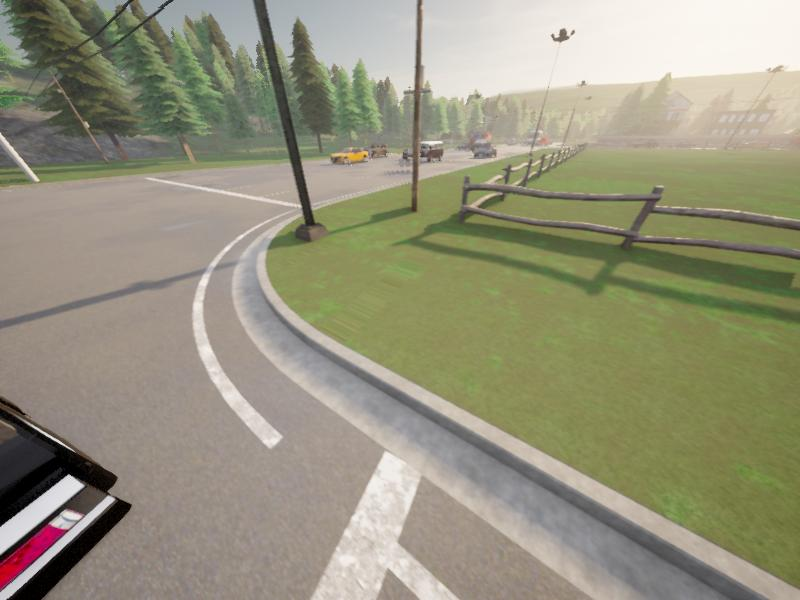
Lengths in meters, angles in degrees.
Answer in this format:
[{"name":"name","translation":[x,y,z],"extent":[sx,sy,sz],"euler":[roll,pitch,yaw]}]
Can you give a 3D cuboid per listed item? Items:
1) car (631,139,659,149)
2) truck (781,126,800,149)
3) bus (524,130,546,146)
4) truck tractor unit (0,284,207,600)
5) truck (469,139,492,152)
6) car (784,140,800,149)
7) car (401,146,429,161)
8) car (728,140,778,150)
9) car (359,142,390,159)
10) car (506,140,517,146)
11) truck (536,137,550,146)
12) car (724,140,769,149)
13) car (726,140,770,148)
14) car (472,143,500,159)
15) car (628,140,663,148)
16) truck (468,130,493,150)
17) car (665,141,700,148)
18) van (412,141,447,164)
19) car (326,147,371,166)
[{"name":"car","translation":[56.596,-36.126,53.432],"extent":[3.866,1.878,1.905],"euler":[20,40,27]},{"name":"truck","translation":[83.831,-31.750,45.163],"extent":[8.468,3.827,2.891],"euler":[20,40,27]},{"name":"bus","translation":[45.710,-54.764,78.130],"extent":[3.944,4.253,10.273],"euler":[20,40,27]},{"name":"truck tractor unit","translation":[-5.253,-0.125,0.535],"extent":[6.516,4.208,3.053],"euler":[12,37,16]},{"name":"truck","translation":[16.926,-32.378,48.301],"extent":[2.390,2.098,6.274],"euler":[20,40,27]},{"name":"car","translation":[85.557,-32.528,48.342],"extent":[4.902,1.511,2.128],"euler":[20,40,27]},{"name":"car","translation":[1.985,-19.026,29.902],"extent":[1.816,1.474,4.193],"euler":[20,40,27]},{"name":"car","translation":[73.195,-32.311,48.079],"extent":[5.366,1.575,1.801],"euler":[20,40,27]},{"name":"car","translation":[-3.557,-21.637,33.344],"extent":[1.932,1.855,4.605],"euler":[20,40,27]},{"name":"car","translation":[39.499,-55.540,81.857],"extent":[2.152,1.651,5.027],"euler":[20,40,27]},{"name":"truck","translation":[45.784,-50.565,73.681],"extent":[2.627,2.467,5.204],"euler":[20,40,27]},{"name":"car","translation":[75.389,-33.895,50.326],"extent":[5.008,1.535,1.882],"euler":[20,40,27]},{"name":"car","translation":[78.356,-35.198,52.159],"extent":[5.008,1.535,1.882],"euler":[20,40,27]},{"name":"car","translation":[11.821,-20.432,31.635],"extent":[2.242,1.667,4.611],"euler":[20,40,27]},{"name":"car","translation":[58.981,-37.548,55.640],"extent":[5.238,1.638,1.930],"euler":[20,40,27]},{"name":"truck","translation":[19.758,-39.169,56.472],"extent":[2.891,3.827,8.468],"euler":[20,40,27]},{"name":"car","translation":[66.931,-36.963,54.860],"extent":[4.792,1.488,2.163],"euler":[20,40,27]},{"name":"van","translation":[3.408,-16.860,26.291],"extent":[2.069,2.038,4.480],"euler":[20,40,27]},{"name":"car","translation":[-5.559,-16.085,25.720],"extent":[1.882,1.535,5.008],"euler":[20,40,27]}]
